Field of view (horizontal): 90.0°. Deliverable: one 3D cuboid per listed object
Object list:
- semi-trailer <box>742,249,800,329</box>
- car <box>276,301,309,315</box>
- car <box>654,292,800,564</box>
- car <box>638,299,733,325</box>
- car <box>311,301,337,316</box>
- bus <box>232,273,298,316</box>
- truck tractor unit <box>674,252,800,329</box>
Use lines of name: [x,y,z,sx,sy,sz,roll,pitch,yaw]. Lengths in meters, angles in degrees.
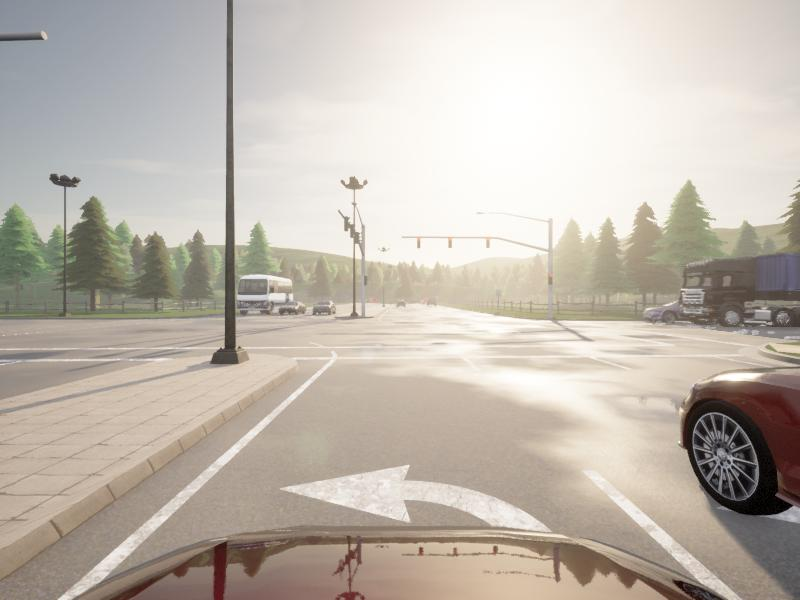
semi-trailer: [28.264,-0.638,23.300,14.254,4.402,2.717,0,0,1]
car: [-11.492,0.857,43.184,2.033,1.411,5.357,0,0,0]
car: [3.500,0.779,1.307,2.152,1.651,5.027,0,0,0]
car: [19.086,0.756,26.917,4.856,1.649,2.033,0,0,1]
car: [-7.991,0.807,42.501,1.837,1.490,4.892,0,0,0]
bus: [-14.869,-0.573,45.259,3.944,4.253,10.273,0,0,0]
truck tractor unit: [20.350,-0.536,23.398,6.516,4.208,3.053,0,0,1]
